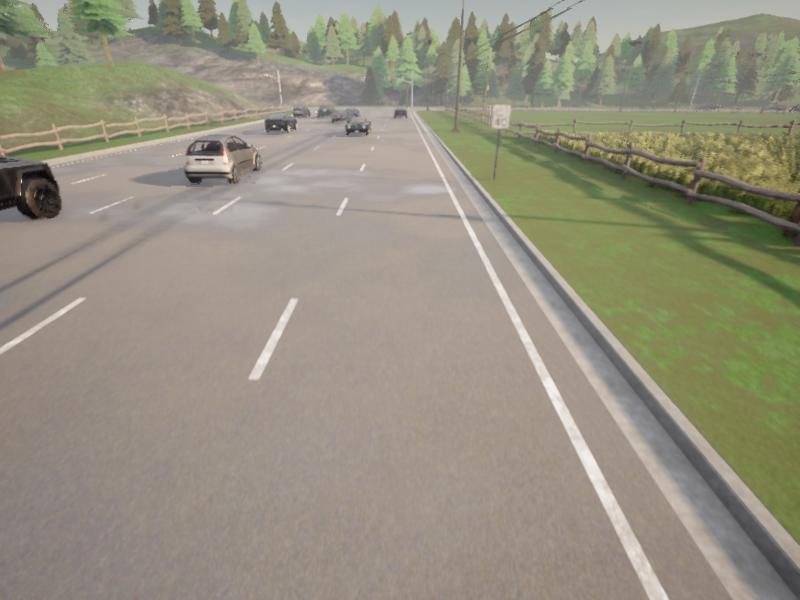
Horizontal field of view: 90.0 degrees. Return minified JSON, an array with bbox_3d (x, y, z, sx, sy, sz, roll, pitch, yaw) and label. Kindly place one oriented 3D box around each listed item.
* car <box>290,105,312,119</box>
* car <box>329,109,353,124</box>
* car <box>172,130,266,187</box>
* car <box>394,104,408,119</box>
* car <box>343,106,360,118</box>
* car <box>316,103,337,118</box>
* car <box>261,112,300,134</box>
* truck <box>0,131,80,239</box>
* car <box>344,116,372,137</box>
[{"bbox_3d":[-13.917,-26.596,56.495,2.007,1.525,4.514,0,27,0],"label":"car"},{"bbox_3d":[-6.930,-21.783,47.362,2.033,1.411,5.357,0,27,0],"label":"car"},{"bbox_3d":[-6.948,-5.729,15.923,1.851,1.617,3.988,0,27,0],"label":"car"},{"bbox_3d":[0.085,-27.489,58.262,1.930,1.638,5.238,0,27,0],"label":"car"},{"bbox_3d":[-6.917,-27.020,57.573,1.994,1.385,4.181,0,27,0],"label":"car"},{"bbox_3d":[-10.416,-27.045,57.113,2.097,1.767,4.553,0,27,0],"label":"car"},{"bbox_3d":[-10.446,-15.704,35.351,1.882,1.535,5.008,0,27,0],"label":"car"},{"bbox_3d":[-10.484,-2.130,8.351,2.390,2.098,6.274,0,27,0],"label":"truck"},{"bbox_3d":[-3.451,-14.783,33.903,1.895,1.301,4.718,0,27,0],"label":"car"}]
